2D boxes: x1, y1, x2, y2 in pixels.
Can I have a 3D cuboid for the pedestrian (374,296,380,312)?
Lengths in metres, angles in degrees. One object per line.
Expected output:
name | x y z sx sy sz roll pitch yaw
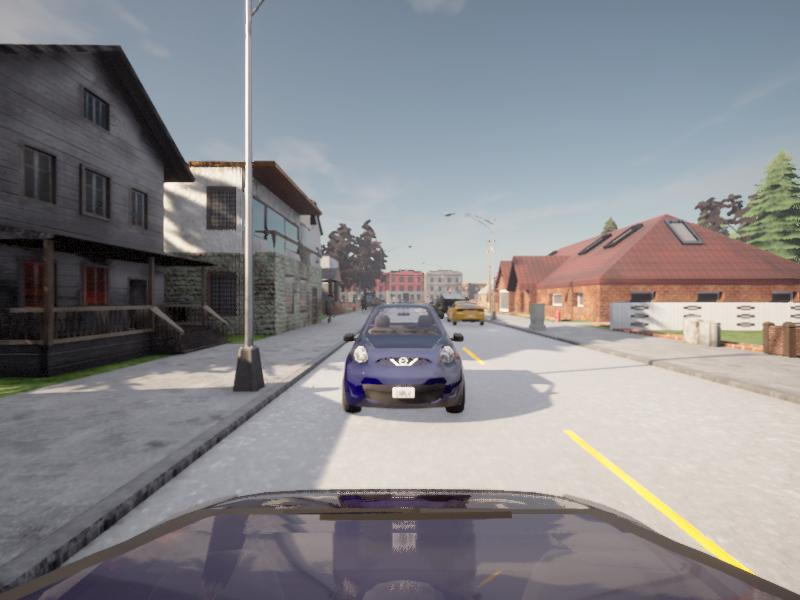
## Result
pedestrian | -2.816 0.469 48.890 0.751 1.860 0.751 0 0 2

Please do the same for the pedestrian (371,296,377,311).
pedestrian | -3.339 0.466 51.092 0.751 1.860 0.751 0 0 4

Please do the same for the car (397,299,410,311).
car | 0.483 0.722 58.826 1.851 1.617 3.988 0 0 0

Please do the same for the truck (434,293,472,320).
truck | 4.276 0.504 33.560 2.390 2.098 6.274 0 0 1

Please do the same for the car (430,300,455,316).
car | 4.331 0.789 41.296 2.128 1.511 4.902 0 0 1

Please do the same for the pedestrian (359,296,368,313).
pedestrian | -3.975 0.484 43.514 0.751 1.860 0.751 0 0 8

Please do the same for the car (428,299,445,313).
car | 4.335 0.733 48.059 1.851 1.617 3.988 0 0 1

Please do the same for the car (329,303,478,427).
car | 0.060 0.818 6.761 1.845 1.501 3.633 0 0 0

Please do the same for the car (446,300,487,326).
car | 4.218 0.793 26.095 1.882 1.535 5.008 0 0 0

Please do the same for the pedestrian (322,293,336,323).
pedestrian | -4.406 0.505 24.985 0.751 1.860 0.751 0 0 1
